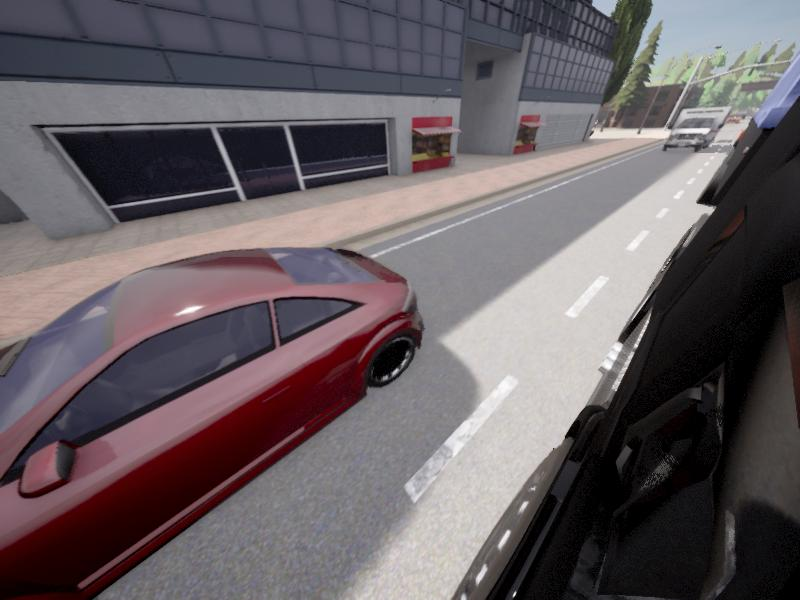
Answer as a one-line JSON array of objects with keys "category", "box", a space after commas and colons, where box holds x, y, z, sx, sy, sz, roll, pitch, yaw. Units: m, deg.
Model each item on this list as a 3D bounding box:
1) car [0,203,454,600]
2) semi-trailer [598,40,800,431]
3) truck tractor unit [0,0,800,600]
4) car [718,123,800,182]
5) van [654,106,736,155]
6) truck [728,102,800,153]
[{"category": "car", "box": [-1.754, 0.496, 1.973, 4.181, 1.385, 1.994, -28, 44, -30]}, {"category": "semi-trailer", "box": [8.688, -3.612, 4.238, 14.254, 4.402, 2.717, -28, 44, -30]}, {"category": "truck tractor unit", "box": [2.645, -0.295, 0.351, 6.516, 4.208, 3.053, -28, 44, -30]}, {"category": "car", "box": [15.875, -6.323, 9.694, 4.611, 1.667, 2.242, -28, 44, -30]}, {"category": "van", "box": [21.436, -12.343, 16.759, 6.366, 2.431, 2.351, -28, 44, -30]}, {"category": "truck", "box": [25.460, -11.777, 15.696, 5.204, 2.467, 2.627, -28, 44, -30]}]
